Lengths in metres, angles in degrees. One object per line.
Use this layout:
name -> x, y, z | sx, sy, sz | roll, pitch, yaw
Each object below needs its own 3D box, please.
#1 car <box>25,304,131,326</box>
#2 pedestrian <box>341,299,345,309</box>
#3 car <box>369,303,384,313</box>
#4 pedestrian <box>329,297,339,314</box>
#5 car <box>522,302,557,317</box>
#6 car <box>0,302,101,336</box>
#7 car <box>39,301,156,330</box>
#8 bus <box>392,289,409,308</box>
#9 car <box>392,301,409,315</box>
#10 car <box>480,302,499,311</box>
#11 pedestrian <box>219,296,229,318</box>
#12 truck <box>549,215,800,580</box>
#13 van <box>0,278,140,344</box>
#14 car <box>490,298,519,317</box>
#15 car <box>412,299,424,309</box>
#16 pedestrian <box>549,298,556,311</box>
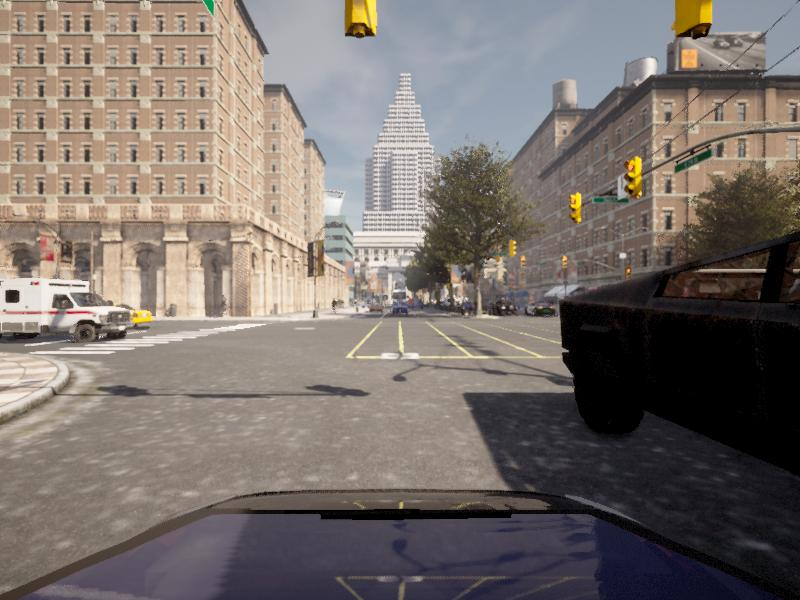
car -> -21.156, 0.968, 26.484 | 5.357, 1.411, 2.033 | 0, 0, -1
pedestrian -> -10.335, 0.681, 72.433 | 0.751, 1.860, 0.751 | 0, 0, 0
car -> -3.285, 1.092, 56.526 | 1.895, 1.301, 4.718 | 0, 0, 0
pedestrian -> -7.479, 0.609, 45.394 | 0.751, 1.860, 0.751 | 0, 0, 21
car -> 14.975, 0.943, 43.262 | 2.038, 1.542, 4.974 | 0, 0, 0
car -> -17.812, 0.880, 19.500 | 4.974, 1.542, 2.038 | 0, 0, 0
car -> -17.267, 0.864, 23.003 | 5.366, 1.575, 1.801 | 0, 0, 0
bus -> 0.061, -0.284, 95.686 | 3.944, 4.253, 10.273 | 0, 0, 0
car -> 0.047, 0.954, 47.915 | 1.882, 1.535, 5.008 | 0, 0, 0
car -> 14.907, 1.019, 67.201 | 2.128, 1.511, 4.902 | 0, 0, 0
pedestrian -> -14.995, 0.579, 34.049 | 0.751, 1.860, 0.751 | 0, 0, -25
truck -> 3.497, 0.572, 3.007 | 2.390, 2.098, 6.274 | 0, -1, 0
van -> -14.347, 0.424, 16.021 | 6.366, 2.431, 2.351 | 0, 0, 0
car -> 11.472, 0.779, 44.288 | 1.932, 1.855, 4.605 | 0, 1, 0
car -> 3.450, 0.774, 78.830 | 2.150, 2.045, 5.566 | 0, 0, 0
pedestrian -> 22.027, 0.642, 57.847 | 0.751, 1.860, 0.751 | 0, 0, -2
